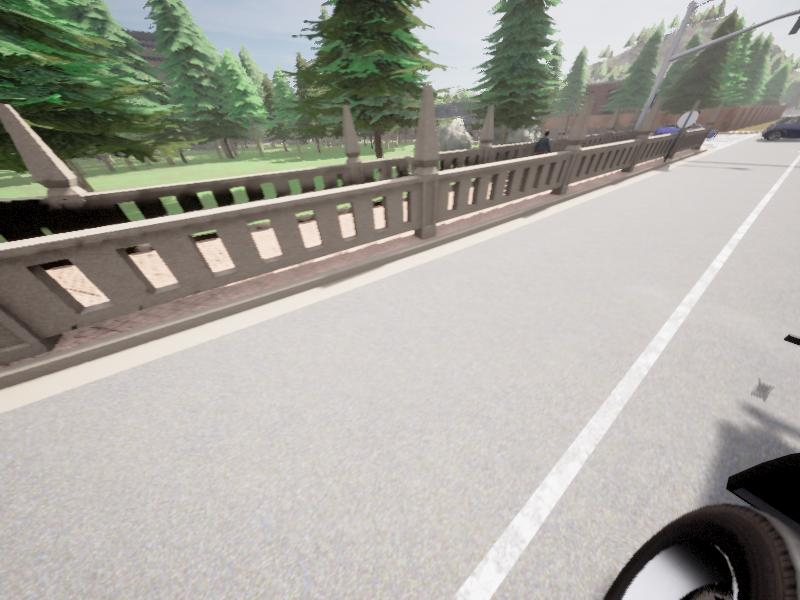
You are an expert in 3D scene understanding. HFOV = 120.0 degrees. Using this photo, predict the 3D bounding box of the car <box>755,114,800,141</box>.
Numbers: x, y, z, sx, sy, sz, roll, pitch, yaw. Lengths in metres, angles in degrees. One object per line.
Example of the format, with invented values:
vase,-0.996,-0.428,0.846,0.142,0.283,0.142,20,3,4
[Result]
car,33.348,-13.999,18.712,2.097,1.767,4.553,-31,45,-32

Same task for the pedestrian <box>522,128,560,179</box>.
pedestrian,6.336,-6.616,10.454,0.751,1.860,0.751,-29,44,-30

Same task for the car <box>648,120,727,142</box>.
car,28.643,-16.917,23.187,2.007,1.525,4.514,-25,42,-27
